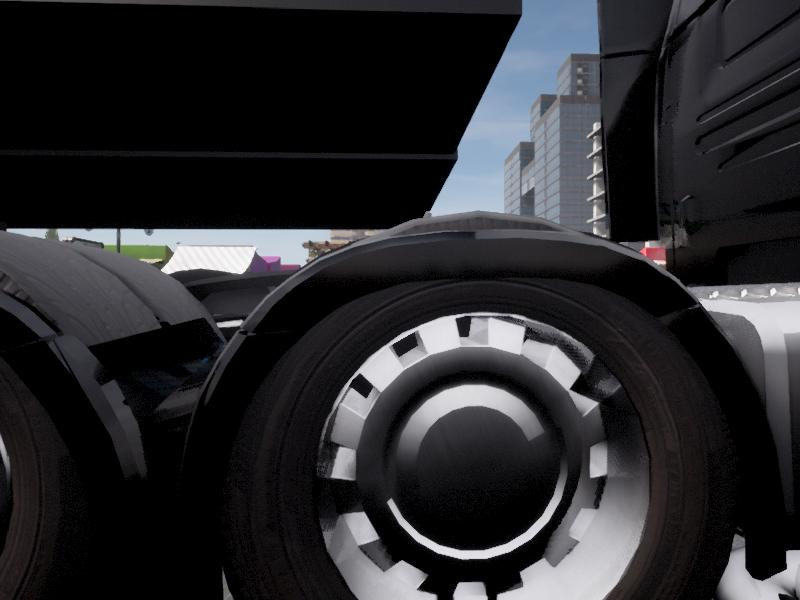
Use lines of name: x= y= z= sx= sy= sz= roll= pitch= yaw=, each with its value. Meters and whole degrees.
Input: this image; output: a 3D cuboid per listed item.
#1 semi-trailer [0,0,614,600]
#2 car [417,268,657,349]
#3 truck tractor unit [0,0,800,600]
semi-trailer: x=-6.800 y=-1.218 z=1.762 sx=14.254 sy=4.402 sz=2.717 roll=0 pitch=0 yaw=-2
car: x=2.881 y=0.177 z=9.248 sx=4.856 sy=1.649 sz=2.033 roll=0 pitch=0 yaw=-2
truck tractor unit: x=1.104 y=-1.116 z=2.105 sx=6.516 sy=4.208 sz=3.053 roll=0 pitch=0 yaw=-3
